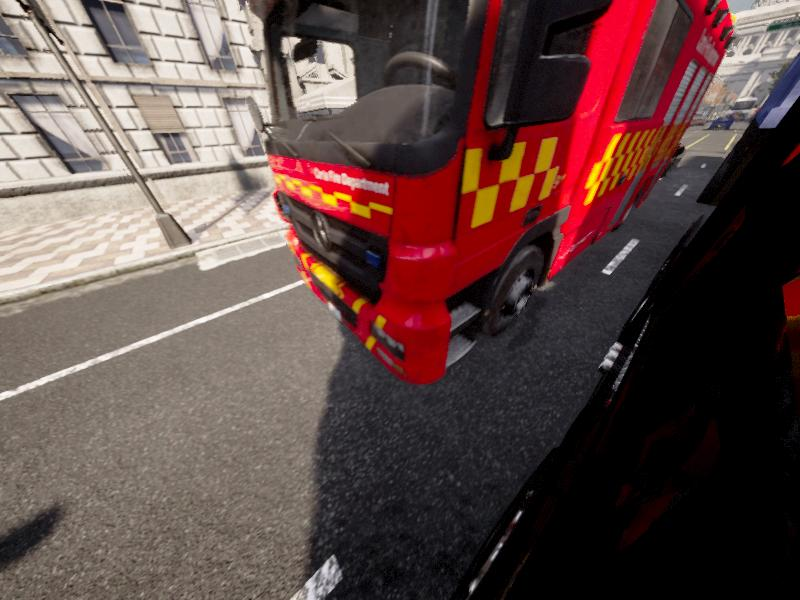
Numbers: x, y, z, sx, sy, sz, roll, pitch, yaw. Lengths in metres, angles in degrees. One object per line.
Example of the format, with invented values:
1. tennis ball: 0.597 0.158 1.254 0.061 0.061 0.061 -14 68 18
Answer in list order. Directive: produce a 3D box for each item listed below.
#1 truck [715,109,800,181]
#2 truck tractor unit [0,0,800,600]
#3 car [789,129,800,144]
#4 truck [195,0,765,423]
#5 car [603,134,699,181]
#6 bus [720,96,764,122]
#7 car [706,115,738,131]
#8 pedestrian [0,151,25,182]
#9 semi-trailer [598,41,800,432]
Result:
1. truck: 16.448 -6.847 9.958 6.274 2.098 2.390 -28 43 -30
2. truck tractor unit: 2.645 -0.295 0.351 6.516 4.208 3.053 -28 44 -30
3. car: 29.468 -10.967 14.729 1.932 1.855 4.605 6 38 10
4. truck: 2.394 -2.767 3.997 8.468 3.827 2.891 -28 44 -30
5. car: 11.596 -6.701 10.665 4.181 1.385 1.994 -28 44 -30
6. bus: 80.834 -45.001 54.614 10.273 4.253 3.944 -28 44 -30
7. car: 45.393 -24.905 32.499 5.008 1.535 1.882 -28 44 -29
8. pedestrian: -27.937 -9.462 16.259 0.751 1.860 0.751 23 44 30
9. semi-trailer: 8.689 -3.623 4.220 14.254 4.402 2.717 -28 44 -30
